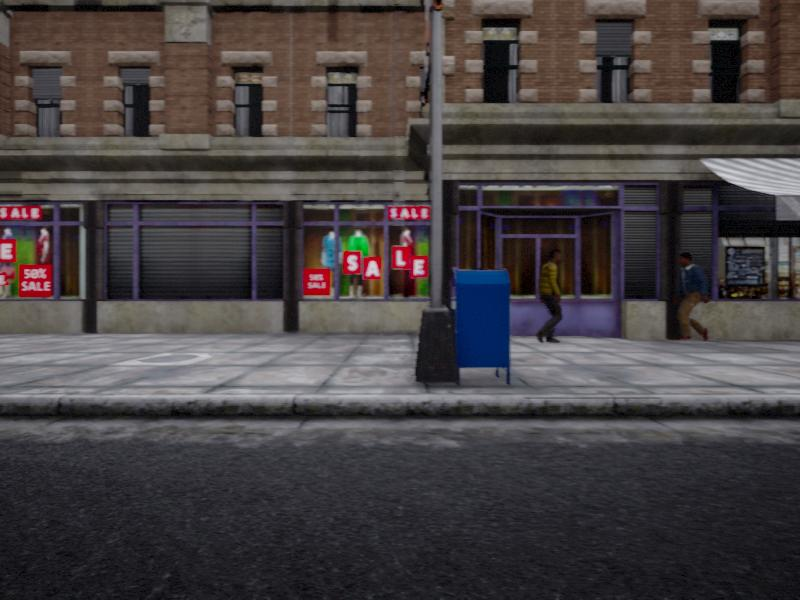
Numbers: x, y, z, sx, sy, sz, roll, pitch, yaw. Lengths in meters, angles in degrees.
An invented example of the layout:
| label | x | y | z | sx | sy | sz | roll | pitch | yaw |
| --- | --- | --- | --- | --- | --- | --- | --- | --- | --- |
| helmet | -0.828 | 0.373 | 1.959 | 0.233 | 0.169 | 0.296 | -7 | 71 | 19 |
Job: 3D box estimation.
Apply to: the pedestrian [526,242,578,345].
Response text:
| label | x | y | z | sx | sy | sz | roll | pitch | yaw |
| --- | --- | --- | --- | --- | --- | --- | --- | --- | --- |
| pedestrian | 2.859 | -0.115 | 7.592 | 0.751 | 1.860 | 0.751 | 0 | 0 | 7 |

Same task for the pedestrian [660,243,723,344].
| label | x | y | z | sx | sy | sz | roll | pitch | yaw |
| --- | --- | --- | --- | --- | --- | --- | --- | --- | --- |
| pedestrian | 5.666 | -0.115 | 7.828 | 0.751 | 1.860 | 0.751 | 0 | 0 | 11 |
